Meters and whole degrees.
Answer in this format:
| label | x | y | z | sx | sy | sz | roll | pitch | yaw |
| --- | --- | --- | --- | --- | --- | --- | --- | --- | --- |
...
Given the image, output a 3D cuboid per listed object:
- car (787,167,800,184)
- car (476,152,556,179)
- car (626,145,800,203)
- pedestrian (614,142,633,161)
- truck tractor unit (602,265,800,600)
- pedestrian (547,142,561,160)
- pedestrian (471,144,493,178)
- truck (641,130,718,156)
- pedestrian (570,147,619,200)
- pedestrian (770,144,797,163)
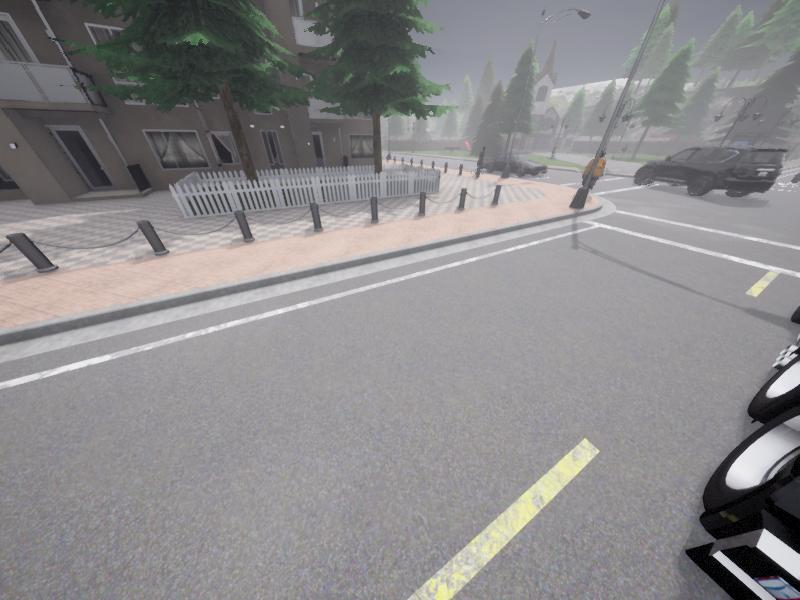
| label | x | y | z | sx | sy | sz | roll | pitch | yaw |
| --- | --- | --- | --- | --- | --- | --- | --- | --- | --- |
| car | 27.952 | -8.541 | 15.107 | 3.705 | 1.549 | 1.789 | -17 | 38 | -23 |
| car | 8.797 | -10.721 | 18.209 | 2.033 | 1.411 | 5.357 | -17 | 38 | -23 |
| car | 15.553 | -6.784 | 12.044 | 2.150 | 2.045 | 5.566 | 3 | 34 | 2 |
| pedestrian | 26.450 | -17.548 | 27.364 | 0.751 | 1.860 | 0.751 | 8 | 36 | 12 |
| truck tractor unit | 5.112 | -0.300 | 0.778 | 6.516 | 4.208 | 3.053 | -18 | 39 | -24 |
| pedestrian | 19.990 | -19.384 | 30.033 | 0.751 | 1.860 | 0.751 | 0 | 35 | 0 |
| pedestrian | 5.384 | -9.204 | 15.288 | 0.751 | 1.860 | 0.751 | -16 | 38 | -22 |
| truck | 54.604 | -31.027 | 45.595 | 2.891 | 3.827 | 8.468 | -17 | 38 | -23 |
| pedestrian | 8.040 | -5.275 | 9.668 | 0.751 | 1.860 | 0.751 | 11 | 36 | 15 |
| pedestrian | 45.181 | -17.301 | 27.235 | 0.751 | 1.860 | 0.751 | -19 | 39 | -26 |
